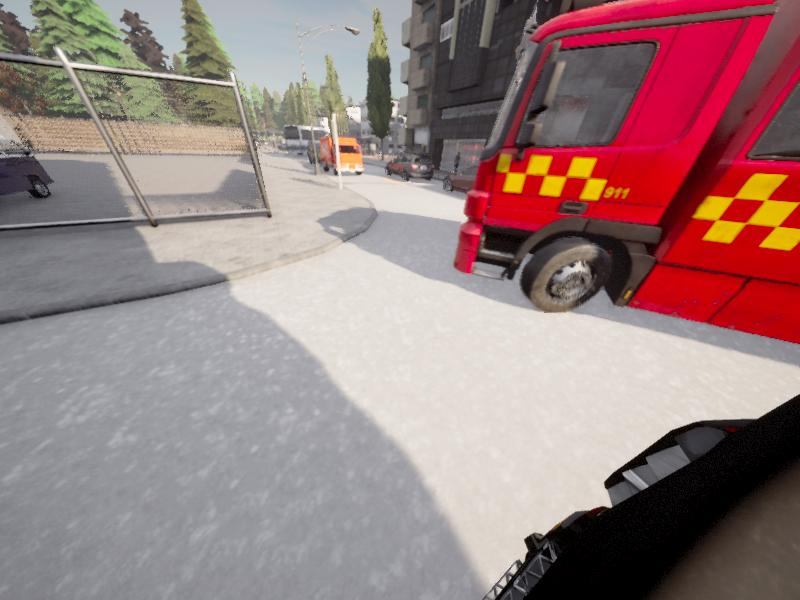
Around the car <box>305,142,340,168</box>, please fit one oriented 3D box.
[{"bbox_3d":[-8.367,-15.554,24.682,2.150,2.045,5.566,-14,37,-23],"label":"car"}]

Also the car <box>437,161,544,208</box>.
[{"bbox_3d":[4.270,-6.107,11.908,2.163,1.488,4.792,-14,37,-23],"label":"car"}]

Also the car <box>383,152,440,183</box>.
[{"bbox_3d":[0.657,-10.206,17.625,2.242,1.667,4.611,-14,38,-23],"label":"car"}]

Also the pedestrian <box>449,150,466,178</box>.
[{"bbox_3d":[4.567,-10.835,18.411,0.751,1.860,0.751,-11,36,-19],"label":"pedestrian"}]

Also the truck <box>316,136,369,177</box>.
[{"bbox_3d":[-4.724,-11.673,18.746,2.627,2.467,5.204,-15,37,-24],"label":"truck"}]

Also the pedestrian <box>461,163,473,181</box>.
[{"bbox_3d":[5.009,-9.578,17.247,0.500,1.100,0.500,0,34,-4],"label":"pedestrian"}]

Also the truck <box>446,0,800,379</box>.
[{"bbox_3d":[5.350,-1.388,2.832,8.468,3.827,2.891,16,36,19],"label":"truck"}]

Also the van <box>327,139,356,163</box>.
[{"bbox_3d":[-7.968,-20.202,31.200,1.988,2.561,5.915,-14,37,-23],"label":"van"}]

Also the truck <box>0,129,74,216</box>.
[{"bbox_3d":[-12.918,-3.738,6.647,2.069,2.038,4.478,-14,37,-23],"label":"truck"}]

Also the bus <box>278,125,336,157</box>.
[{"bbox_3d":[-16.163,-28.609,41.637,3.944,4.253,10.273,9,35,13],"label":"bus"}]
